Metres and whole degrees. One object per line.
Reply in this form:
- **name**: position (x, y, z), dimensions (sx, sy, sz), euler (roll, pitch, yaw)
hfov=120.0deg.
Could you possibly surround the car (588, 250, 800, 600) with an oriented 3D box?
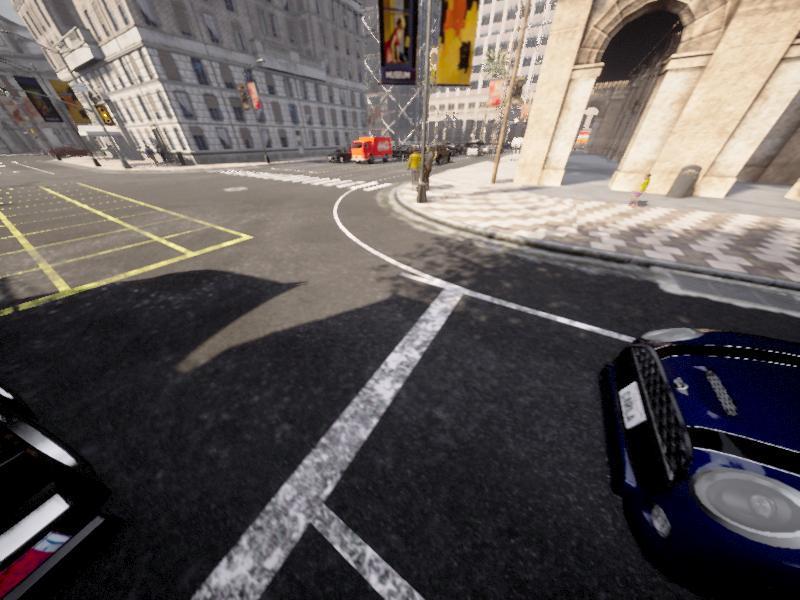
- **car**: position (3.438, 1.209, 0.936), dimensions (3.806, 1.475, 1.970), euler (19, 39, 25)

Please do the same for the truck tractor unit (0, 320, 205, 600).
- **truck tractor unit**: position (-5.209, -0.188, 0.622), dimensions (6.516, 4.208, 3.053), euler (14, 37, 19)

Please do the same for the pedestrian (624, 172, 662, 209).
- **pedestrian**: position (8.592, -3.881, 8.194), dimensions (0.500, 1.100, 0.500), euler (30, 45, 36)

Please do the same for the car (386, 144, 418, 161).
- **car**: position (0.393, -20.100, 31.350), dimensions (1.930, 1.638, 5.238), euler (19, 39, 26)

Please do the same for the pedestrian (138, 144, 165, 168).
- **pedestrian**: position (-23.493, -13.652, 21.860), dimensions (0.751, 1.860, 0.751), euler (11, 36, 15)

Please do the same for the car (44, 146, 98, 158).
- **car**: position (-56.381, -25.513, 39.780), dimensions (1.882, 1.535, 5.008), euler (5, 35, 9)

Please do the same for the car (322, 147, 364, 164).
- **car**: position (-6.620, -17.241, 27.455), dimensions (1.837, 1.490, 4.892), euler (19, 39, 25)

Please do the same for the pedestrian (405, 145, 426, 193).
- **pedestrian**: position (0.718, -6.105, 10.798), dimensions (0.751, 1.860, 0.751), euler (9, 36, 13)

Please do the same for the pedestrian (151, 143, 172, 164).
- **pedestrian**: position (-25.522, -15.636, 24.722), dimensions (0.751, 1.860, 0.751), euler (27, 43, 33)

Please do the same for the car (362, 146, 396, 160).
- **car**: position (-2.823, -20.816, 32.624), dimensions (2.033, 1.411, 5.357), euler (19, 39, 25)

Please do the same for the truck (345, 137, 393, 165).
- **truck**: position (-3.278, -16.961, 26.167), dimensions (2.627, 2.467, 5.204), euler (19, 39, 25)

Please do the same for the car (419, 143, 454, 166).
- **car**: position (4.062, -15.956, 25.173), dimensions (1.932, 1.855, 4.605), euler (19, 40, 26)

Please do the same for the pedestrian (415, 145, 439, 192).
- **pedestrian**: position (1.286, -6.301, 11.073), dimensions (0.751, 1.860, 0.751), euler (25, 42, 32)
